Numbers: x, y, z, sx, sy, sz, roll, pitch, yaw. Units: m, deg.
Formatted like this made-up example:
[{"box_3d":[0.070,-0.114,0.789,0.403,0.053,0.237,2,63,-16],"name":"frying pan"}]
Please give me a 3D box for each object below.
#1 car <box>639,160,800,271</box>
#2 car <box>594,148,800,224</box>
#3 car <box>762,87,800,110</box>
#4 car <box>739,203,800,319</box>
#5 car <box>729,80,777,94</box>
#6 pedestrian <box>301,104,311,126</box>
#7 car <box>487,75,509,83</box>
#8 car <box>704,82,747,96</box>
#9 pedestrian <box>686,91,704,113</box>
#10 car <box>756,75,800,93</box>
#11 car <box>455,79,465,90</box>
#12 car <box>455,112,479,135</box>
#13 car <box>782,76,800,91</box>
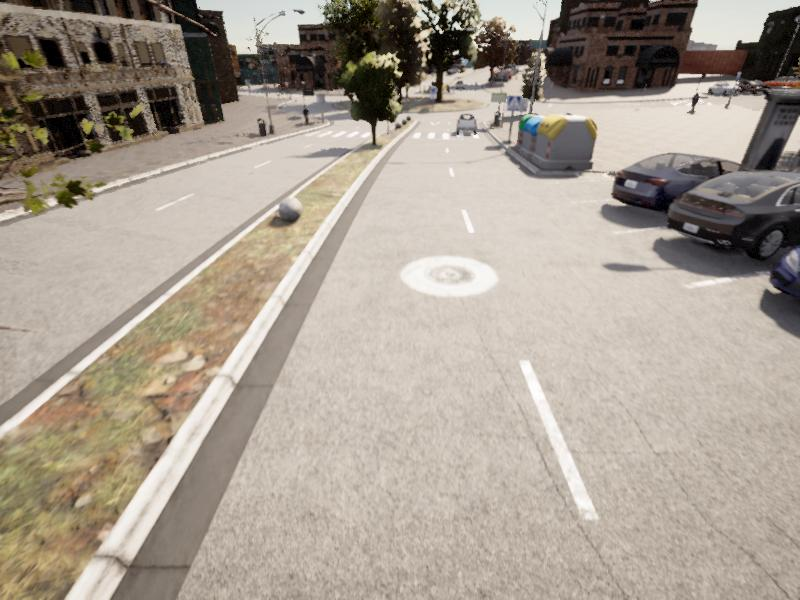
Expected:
[{"box_3d":[8.246,-2.019,8.703,4.892,1.521,2.231,-8,28,-16],"name":"car"},{"box_3d":[8.415,-3.353,11.347,4.792,1.488,2.163,-7,28,-15],"name":"car"},{"box_3d":[39.069,-19.929,39.557,2.097,1.535,5.008,-3,30,5],"name":"car"},{"box_3d":[8.152,-0.626,6.094,4.674,1.452,2.002,-8,29,-16],"name":"car"},{"box_3d":[46.286,-28.064,52.629,2.163,1.488,4.792,-3,29,2],"name":"car"},{"box_3d":[-8.894,-17.504,37.863,0.751,1.860,0.751,-6,32,-9],"name":"pedestrian"},{"box_3d":[23.445,-52.833,95.726,4.892,1.521,2.231,8,34,14],"name":"car"},{"box_3d":[43.531,-28.384,53.670,2.002,1.452,4.674,-3,29,2],"name":"car"},{"box_3d":[29.568,-19.845,40.113,0.751,1.860,0.751,12,34,20],"name":"pedestrian"},{"box_3d":[49.022,-27.882,51.544,2.185,1.767,4.553,-4,29,3],"name":"car"},{"box_3d":[12.684,-45.342,84.165,1.851,1.617,3.988,5,33,8],"name":"car"},{"box_3d":[5.616,-14.995,33.887,1.845,1.501,3.633,3,28,6],"name":"car"},{"box_3d":[51.789,-27.460,50.660,2.163,1.488,4.792,-4,29,3],"name":"car"}]
